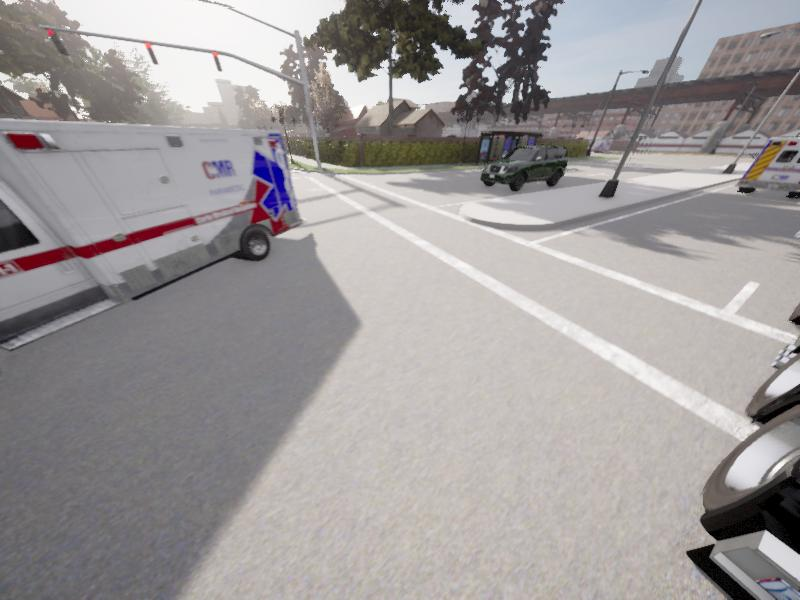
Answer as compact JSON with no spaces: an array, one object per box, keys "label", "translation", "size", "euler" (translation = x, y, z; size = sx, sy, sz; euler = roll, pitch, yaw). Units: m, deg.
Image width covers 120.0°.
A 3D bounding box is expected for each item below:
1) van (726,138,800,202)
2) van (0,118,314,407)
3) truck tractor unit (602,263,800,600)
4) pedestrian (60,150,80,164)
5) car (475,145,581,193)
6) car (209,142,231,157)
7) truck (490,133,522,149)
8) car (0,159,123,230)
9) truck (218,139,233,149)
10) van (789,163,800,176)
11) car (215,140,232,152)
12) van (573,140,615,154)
[{"label":"van","translation":[20.610,-6.920,12.006],"size":[6.366,2.431,2.351],"euler":[-18,39,-24]},{"label":"van","translation":[-4.560,-1.356,3.791],"size":[2.351,2.431,6.366],"euler":[10,36,14]},{"label":"truck tractor unit","translation":[5.109,-0.304,0.785],"size":[6.516,4.208,3.053],"euler":[-18,39,-24]},{"label":"pedestrian","translation":[-31.778,-13.759,22.254],"size":[0.500,1.100,0.500],"euler":[-17,39,-24]},{"label":"car","translation":[7.354,-7.724,13.381],"size":[5.566,2.045,2.150],"euler":[-18,39,-24]},{"label":"car","translation":[-27.637,-23.280,35.595],"size":[1.932,1.855,4.605],"euler":[-18,39,-25]},{"label":"truck","translation":[32.214,-48.753,70.623],"size":[2.891,3.827,8.468],"euler":[-18,40,-24]},{"label":"car","translation":[-12.929,-3.249,7.147],"size":[5.027,1.651,2.152],"euler":[-18,39,-24]},{"label":"truck","translation":[-45.568,-40.892,60.487],"size":[2.390,2.098,6.274],"euler":[-18,39,-25]},{"label":"van","translation":[35.969,-11.966,19.295],"size":[5.915,2.561,1.988],"euler":[-18,39,-24]},{"label":"car","translation":[-37.141,-32.615,48.788],"size":[2.150,2.045,5.566],"euler":[-18,39,-25]},{"label":"van","translation":[42.411,-33.749,50.755],"size":[2.351,2.431,6.366],"euler":[-18,39,-24]}]
